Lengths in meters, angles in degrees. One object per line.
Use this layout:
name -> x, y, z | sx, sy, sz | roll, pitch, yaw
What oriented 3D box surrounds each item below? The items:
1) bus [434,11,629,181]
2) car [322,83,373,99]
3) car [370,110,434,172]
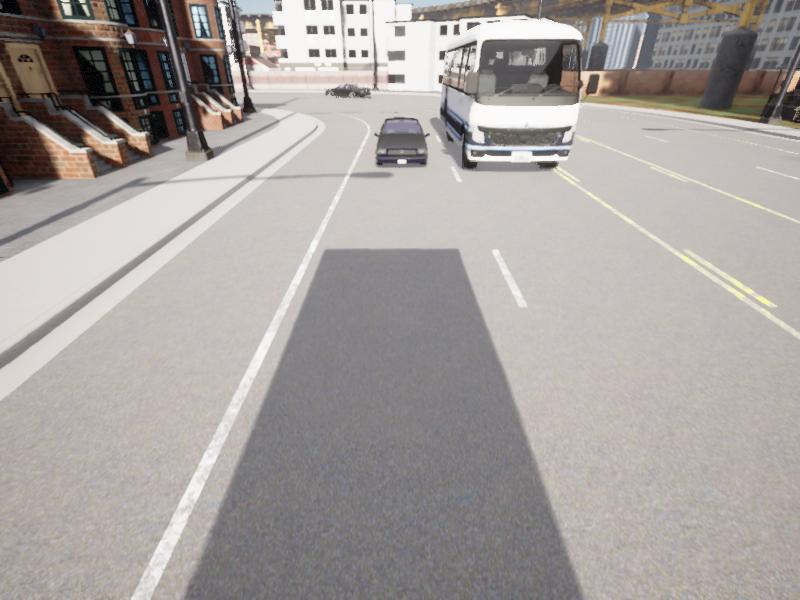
bus -> 3.799, -8.057, 15.603 | 3.944, 4.253, 10.273 | 0, 30, 0
car -> -5.876, -23.471, 44.890 | 5.357, 1.411, 2.033 | 16, 34, 26
car -> 0.070, -6.261, 15.374 | 2.033, 1.411, 5.357 | 0, 30, 0
